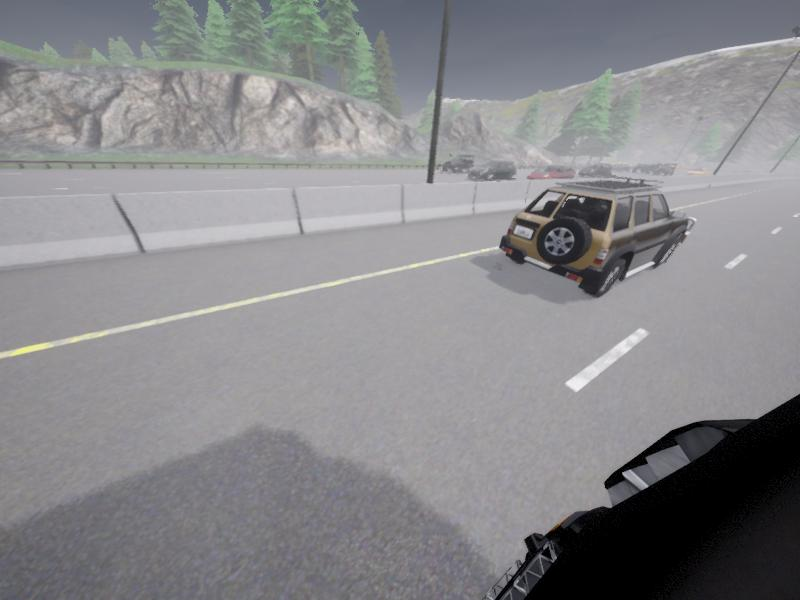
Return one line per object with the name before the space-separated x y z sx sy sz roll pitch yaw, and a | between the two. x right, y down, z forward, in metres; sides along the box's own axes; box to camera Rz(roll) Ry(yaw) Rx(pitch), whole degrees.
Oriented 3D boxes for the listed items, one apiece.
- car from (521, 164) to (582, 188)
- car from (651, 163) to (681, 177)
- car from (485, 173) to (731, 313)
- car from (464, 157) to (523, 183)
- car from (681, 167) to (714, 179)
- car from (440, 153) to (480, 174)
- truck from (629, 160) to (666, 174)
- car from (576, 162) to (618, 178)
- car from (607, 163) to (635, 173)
car | 12.804 -10.518 19.516 4.514 1.525 2.007 -16 38 -26
car | 45.021 -22.089 39.112 3.866 1.878 1.905 -16 38 -26
car | 4.445 -1.604 5.045 4.605 1.855 1.932 -16 38 -26
car | 8.316 -11.573 20.545 4.553 1.767 2.097 -16 38 -26
car | 48.274 -20.660 37.472 5.366 1.575 1.801 -16 38 -26
car | 6.868 -15.648 26.546 3.866 1.878 1.905 -16 38 -26
truck | 46.095 -24.708 42.973 6.274 2.098 2.390 -16 38 -26
car | 25.137 -16.553 29.508 3.988 1.617 1.851 -9 35 -18
car | 43.104 -25.806 45.024 4.902 1.511 2.128 -16 38 -26
